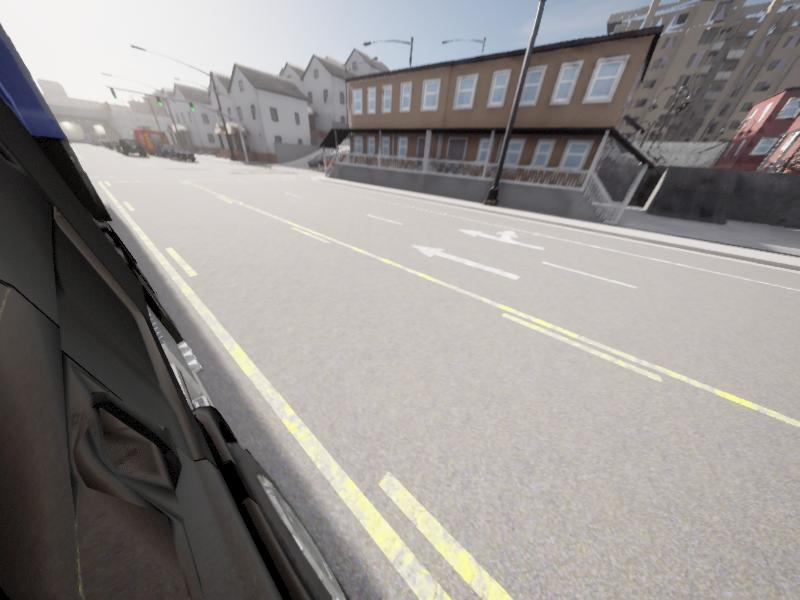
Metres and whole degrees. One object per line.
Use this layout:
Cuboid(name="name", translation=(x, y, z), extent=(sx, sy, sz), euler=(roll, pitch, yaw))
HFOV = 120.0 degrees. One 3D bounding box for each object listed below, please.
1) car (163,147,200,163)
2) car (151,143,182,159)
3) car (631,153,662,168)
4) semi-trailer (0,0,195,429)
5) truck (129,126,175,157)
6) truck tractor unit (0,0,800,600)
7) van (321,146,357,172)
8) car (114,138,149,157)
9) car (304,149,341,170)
Cuboid(name="car", translation=(-29.454, -19.480, 31.050), extent=(5.357, 1.411, 2.033), euler=(24, 37, 29))
Cuboid(name="car", translation=(-35.076, -22.416, 34.728), extent=(4.553, 1.767, 2.097), euler=(26, 38, 31))
Cuboid(name="car", translation=(46.129, -26.126, 43.321), extent=(3.705, 1.549, 1.789), euler=(36, 42, 24))
Cuboid(name="semi-trailer", translation=(-8.666, -3.417, 4.530), extent=(14.254, 4.402, 2.717), euler=(26, 37, 32))
Cuboid(name="truck", translation=(-41.249, -26.364, 38.430), extent=(8.468, 3.827, 2.891), euler=(26, 38, 31))
Cuboid(name="truck tractor unit", translation=(-2.645, -0.295, 0.352), extent=(6.516, 4.208, 3.053), euler=(28, 44, 30))
Cuboid(name="van", translation=(-8.633, -20.270, 33.129), extent=(1.775, 1.987, 4.442), euler=(25, 54, 30))
Cuboid(name="car", translation=(-38.739, -21.958, 33.263), extent=(5.566, 2.045, 2.150), euler=(26, 38, 31))
Cuboid(name="car", translation=(-11.589, -21.217, 34.818), extent=(1.882, 1.535, 5.008), euler=(25, 53, 30))
